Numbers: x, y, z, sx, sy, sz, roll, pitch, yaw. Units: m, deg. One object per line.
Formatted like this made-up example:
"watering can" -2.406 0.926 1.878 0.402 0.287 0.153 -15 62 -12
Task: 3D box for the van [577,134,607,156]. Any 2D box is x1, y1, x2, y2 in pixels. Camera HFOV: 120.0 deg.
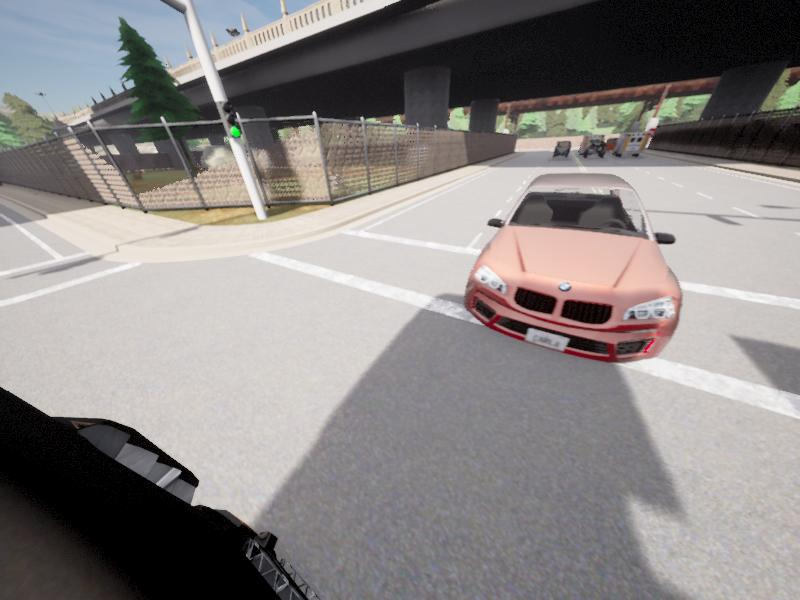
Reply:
"van" 28.180 -22.962 34.216 2.351 2.431 6.366 16 38 26

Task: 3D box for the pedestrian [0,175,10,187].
"pedestrian" -47.547 -14.383 27.149 0.751 1.860 0.751 -30 42 -34

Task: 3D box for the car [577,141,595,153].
"car" 31.949 -26.369 39.797 1.851 1.617 3.988 16 38 26

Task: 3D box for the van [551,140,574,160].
"van" 20.585 -19.069 29.333 1.775 1.987 4.442 16 38 26

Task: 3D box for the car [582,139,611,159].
"car" 24.176 -18.721 28.634 1.932 1.855 4.605 16 38 26

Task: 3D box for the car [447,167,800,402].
"car" 2.736 -1.107 3.928 2.242 1.667 4.611 16 37 26

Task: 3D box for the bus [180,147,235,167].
"bus" -53.531 -40.206 64.717 3.944 4.253 10.273 16 38 26

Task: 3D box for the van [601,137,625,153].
"van" 34.530 -25.229 37.545 1.775 1.987 4.442 16 38 26

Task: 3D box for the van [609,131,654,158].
"van" 28.421 -19.312 28.704 2.351 2.431 6.366 16 38 26
